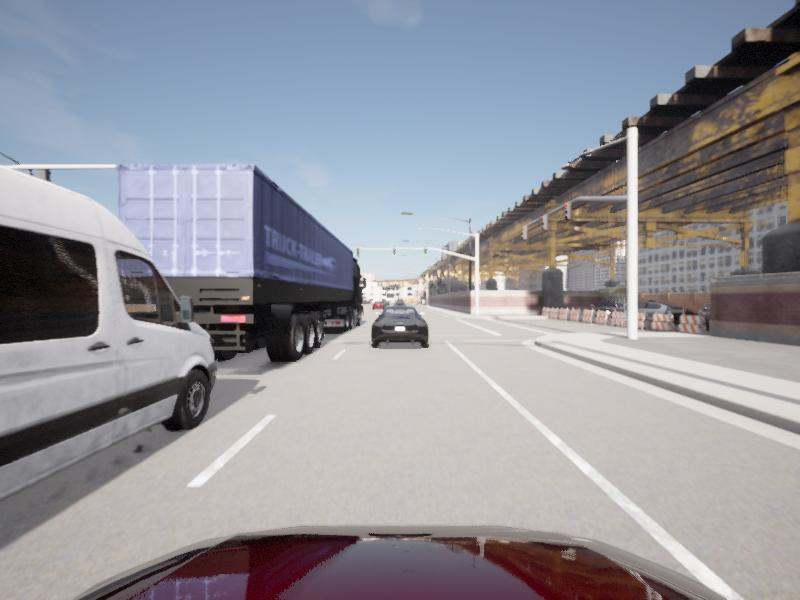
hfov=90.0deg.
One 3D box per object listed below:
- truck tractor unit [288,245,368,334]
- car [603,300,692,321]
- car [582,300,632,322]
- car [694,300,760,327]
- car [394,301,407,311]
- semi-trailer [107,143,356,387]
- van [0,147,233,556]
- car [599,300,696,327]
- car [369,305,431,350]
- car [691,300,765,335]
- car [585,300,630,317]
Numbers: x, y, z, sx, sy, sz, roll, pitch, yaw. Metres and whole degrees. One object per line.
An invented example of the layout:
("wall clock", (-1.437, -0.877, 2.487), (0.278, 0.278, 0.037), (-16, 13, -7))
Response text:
("truck tractor unit", (-3.701, -0.522, 22.268), (3.053, 4.208, 6.516), (0, 0, 2))
("car", (15.978, 0.633, 26.023), (1.853, 1.218, 4.536), (0, 0, -36))
("car", (15.937, 0.789, 30.673), (2.038, 1.542, 4.974), (0, 0, 44))
("car", (16.761, 0.634, 20.743), (1.853, 1.218, 4.536), (0, 0, 29))
("car", (0.004, 0.857, 58.211), (1.812, 1.442, 4.674), (0, 0, 0))
("semi-trailer", (-3.840, -0.623, 14.357), (2.717, 4.402, 14.254), (0, 0, 1))
("van", (-3.498, 0.322, 3.023), (1.988, 2.561, 5.915), (0, 0, 0))
("car", (15.947, 0.790, 26.064), (2.038, 1.542, 4.974), (0, 0, -36))
("car", (0.001, 0.904, 14.890), (1.994, 1.385, 4.181), (0, 0, 0))
("car", (16.736, 0.791, 20.698), (2.038, 1.542, 4.974), (0, 0, 29))
("car", (15.972, 0.632, 30.710), (1.853, 1.218, 4.536), (0, 0, 44))
